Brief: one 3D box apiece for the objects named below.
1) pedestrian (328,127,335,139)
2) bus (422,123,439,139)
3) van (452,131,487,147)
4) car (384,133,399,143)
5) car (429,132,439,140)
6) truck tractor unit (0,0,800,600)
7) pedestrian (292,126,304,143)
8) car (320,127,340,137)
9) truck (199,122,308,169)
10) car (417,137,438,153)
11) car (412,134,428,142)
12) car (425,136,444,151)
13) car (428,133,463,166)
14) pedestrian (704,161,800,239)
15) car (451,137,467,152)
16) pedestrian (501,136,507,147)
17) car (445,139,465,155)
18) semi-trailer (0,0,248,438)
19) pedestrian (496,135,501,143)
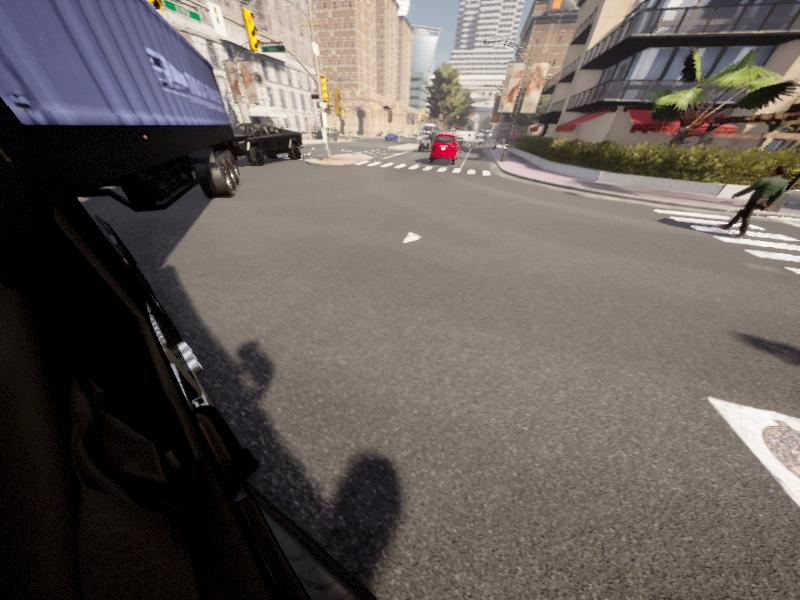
[{"bbox_3d":[-12.856,-31.440,43.560,0.751,1.860,0.751,14,38,15],"label":"pedestrian"},{"bbox_3d":[11.328,-62.174,85.114,3.944,4.253,10.273,11,37,11],"label":"bus"},{"bbox_3d":[14.385,-33.393,47.865,6.366,2.431,2.351,11,37,11],"label":"van"},{"bbox_3d":[-1.723,-34.122,48.515,1.882,1.535,5.008,11,37,11],"label":"car"},{"bbox_3d":[11.043,-53.321,74.971,2.150,2.045,5.566,11,37,11],"label":"car"},{"bbox_3d":[-2.645,-0.295,0.351,6.516,4.208,3.053,28,44,30],"label":"truck tractor unit"},{"bbox_3d":[-14.035,-22.837,31.822,0.751,1.860,0.751,10,37,10],"label":"pedestrian"},{"bbox_3d":[-18.273,-43.830,60.274,4.605,1.855,1.932,12,37,10],"label":"car"},{"bbox_3d":[-9.144,-10.448,15.460,2.390,2.098,6.274,9,37,8],"label":"truck"},{"bbox_3d":[3.543,-19.787,29.432,1.789,1.549,3.705,11,37,11],"label":"car"},{"bbox_3d":[5.056,-41.309,58.721,3.633,1.501,1.845,11,37,11],"label":"car"},{"bbox_3d":[5.205,-23.258,34.271,2.007,1.525,4.514,11,37,11],"label":"car"},{"bbox_3d":[4.142,-13.436,20.451,2.150,2.045,5.566,11,37,11],"label":"car"},{"bbox_3d":[10.116,-2.800,6.557,0.751,1.860,0.751,12,37,12],"label":"pedestrian"},{"bbox_3d":[8.788,-23.060,34.177,1.851,1.617,3.988,11,37,11],"label":"car"},{"bbox_3d":[23.365,-35.739,52.087,0.751,1.860,0.751,12,37,12],"label":"pedestrian"},{"bbox_3d":[7.080,-19.450,29.264,1.837,1.490,4.892,11,37,11],"label":"car"},{"bbox_3d":[-6.537,-4.495,5.601,2.717,4.402,14.254,-13,40,-20],"label":"semi-trailer"},{"bbox_3d":[27.629,-45.243,64.996,0.751,1.860,0.751,14,38,14],"label":"pedestrian"}]
